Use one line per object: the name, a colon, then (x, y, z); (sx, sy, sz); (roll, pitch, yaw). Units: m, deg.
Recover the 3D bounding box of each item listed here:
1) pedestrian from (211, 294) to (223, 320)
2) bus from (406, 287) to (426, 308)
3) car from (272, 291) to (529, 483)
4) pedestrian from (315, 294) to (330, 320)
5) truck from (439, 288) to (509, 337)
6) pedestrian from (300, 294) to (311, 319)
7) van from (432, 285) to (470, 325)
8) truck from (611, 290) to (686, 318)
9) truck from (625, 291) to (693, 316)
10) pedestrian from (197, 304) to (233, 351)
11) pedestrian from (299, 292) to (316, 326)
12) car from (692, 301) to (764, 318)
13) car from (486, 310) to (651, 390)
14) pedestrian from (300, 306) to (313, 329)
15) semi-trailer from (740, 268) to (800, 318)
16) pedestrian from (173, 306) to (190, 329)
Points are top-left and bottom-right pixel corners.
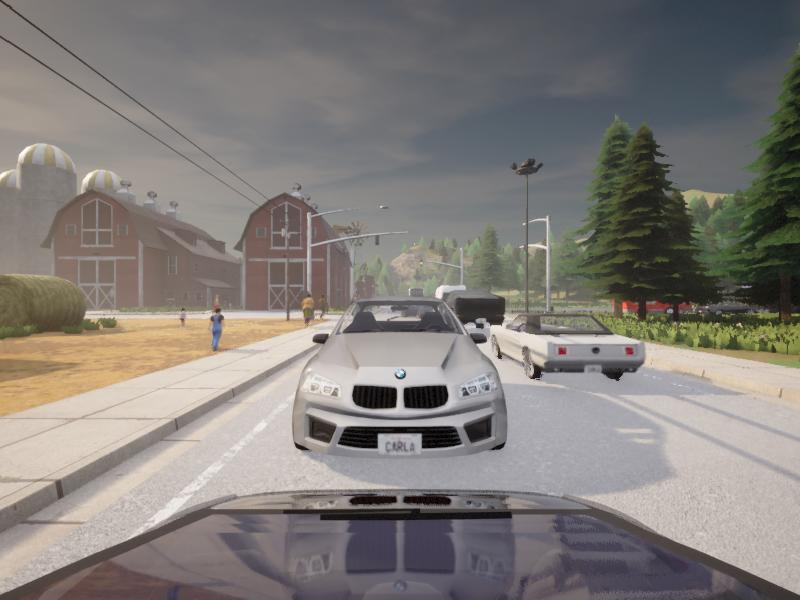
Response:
pedestrian: (-13.344, 0.482, 29.186); (0.751, 1.860, 0.751); (0, 0, -21)
bus: (3.322, -0.467, 87.181); (3.944, 4.253, 10.273); (0, 0, 0)
car: (-0.008, 0.761, 5.796); (2.242, 1.667, 4.611); (0, 0, 0)
pedestrian: (-5.581, 0.491, 28.768); (0.751, 1.860, 0.751); (0, 0, 32)
truck: (3.484, 0.556, 20.315); (2.390, 2.098, 6.274); (0, 0, 0)
pedestrian: (-7.283, 0.486, 30.732); (0.751, 1.860, 0.751); (0, 0, -20)
van: (3.484, 0.344, 28.385); (1.988, 2.561, 5.915); (0, 0, 0)
truck: (22.660, 0.355, 36.680); (5.204, 2.467, 2.627); (0, 0, -1)
truck: (25.935, 0.357, 40.232); (5.204, 2.467, 2.627); (0, 0, -1)
pedestrian: (-5.278, 0.766, 11.434); (0.751, 1.300, 0.751); (0, 0, -7)
pedestrian: (-5.116, 0.498, 22.224); (0.751, 1.860, 0.751); (0, 0, 3)
car: (30.111, 0.848, 36.879); (4.902, 1.511, 2.128); (0, 0, 0)
car: (3.494, 0.952, 9.452); (1.895, 1.301, 4.718); (0, 0, 0)
pedestrian: (-4.739, 0.881, 20.295); (0.500, 1.100, 0.500); (0, 0, 4)
semi-trailer: (39.550, -0.617, 36.831); (14.254, 4.402, 2.717); (0, 0, 0)
pedestrian: (-10.628, 0.855, 19.467); (0.500, 1.100, 0.500); (0, 0, 22)
